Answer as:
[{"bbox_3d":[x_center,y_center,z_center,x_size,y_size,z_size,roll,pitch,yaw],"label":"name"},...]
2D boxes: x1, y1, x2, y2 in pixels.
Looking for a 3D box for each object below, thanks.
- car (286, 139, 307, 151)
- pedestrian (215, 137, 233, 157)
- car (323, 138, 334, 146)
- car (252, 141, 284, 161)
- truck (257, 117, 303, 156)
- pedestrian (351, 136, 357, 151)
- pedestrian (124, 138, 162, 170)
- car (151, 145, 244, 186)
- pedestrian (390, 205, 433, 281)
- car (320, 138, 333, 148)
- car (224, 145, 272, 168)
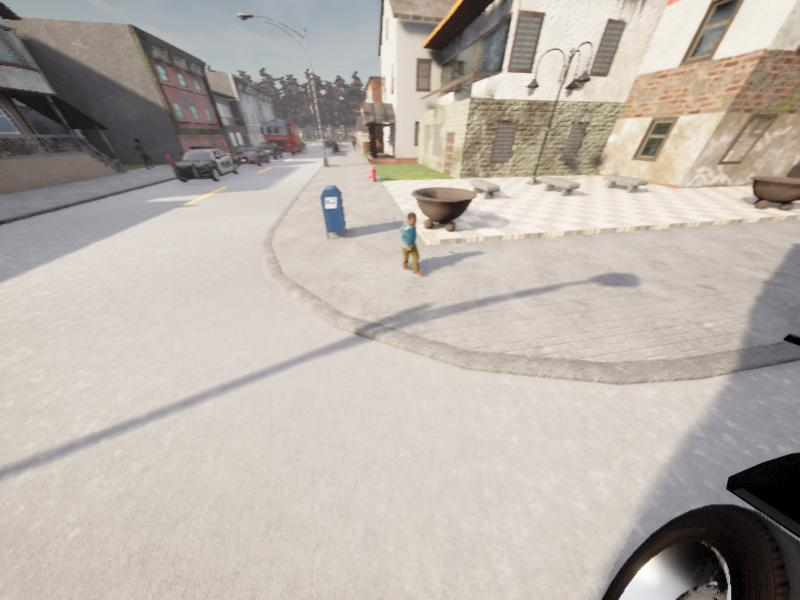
[{"bbox_3d":[-17.146,-25.936,38.622,2.163,1.488,4.792,-6,36,-8],"label":"car"},{"bbox_3d":[-19.482,-16.988,25.615,0.751,1.860,0.751,-5,36,-7],"label":"pedestrian"},{"bbox_3d":[-16.299,-36.150,52.937,1.994,1.385,4.181,-6,36,-9],"label":"car"},{"bbox_3d":[-14.045,-16.055,24.816,1.789,1.549,3.705,-6,36,-9],"label":"car"},{"bbox_3d":[-15.580,-21.877,30.969,2.891,3.827,8.468,-6,36,-8],"label":"truck"},{"bbox_3d":[-6.915,-23.494,34.708,0.751,1.860,0.751,-6,36,-9],"label":"pedestrian"},{"bbox_3d":[-17.893,-10.178,16.143,0.751,1.860,0.751,-1,36,-2],"label":"pedestrian"},{"bbox_3d":[-11.699,-8.298,13.951,1.930,1.638,5.238,-7,36,-9],"label":"car"},{"bbox_3d":[0.177,-0.992,4.047,0.500,1.100,0.500,-23,42,-29],"label":"pedestrian"},{"bbox_3d":[-15.109,-32.431,47.627,2.038,1.542,4.974,-6,36,-8],"label":"car"},{"bbox_3d":[-12.986,-12.539,20.085,1.994,1.385,4.181,-6,36,-8],"label":"car"}]
